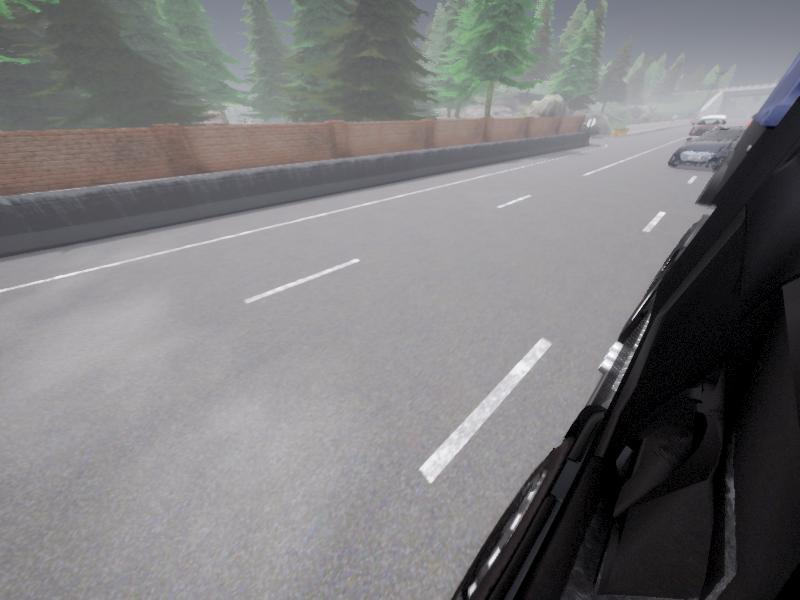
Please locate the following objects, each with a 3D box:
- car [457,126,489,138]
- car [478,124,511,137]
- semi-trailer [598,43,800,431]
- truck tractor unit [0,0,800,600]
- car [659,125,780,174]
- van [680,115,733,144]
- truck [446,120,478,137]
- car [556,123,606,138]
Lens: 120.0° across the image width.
[{"bbox_3d":[12.454,-28.857,39.713,2.038,1.542,4.974,-28,44,-30],"label":"car"},{"bbox_3d":[16.335,-29.456,40.219,2.033,1.649,4.856,-27,44,-29],"label":"car"},{"bbox_3d":[8.700,-3.591,4.246,14.254,4.402,2.717,-28,44,-30],"label":"semi-trailer"},{"bbox_3d":[2.645,-0.295,0.351,6.516,4.208,3.053,-28,44,-30],"label":"truck tractor unit"},{"bbox_3d":[15.808,-7.571,11.482,4.856,1.649,2.033,-19,40,-22],"label":"car"},{"bbox_3d":[29.108,-16.222,21.931,4.480,2.038,2.069,-28,44,-30],"label":"van"},{"bbox_3d":[11.867,-32.930,44.376,2.627,2.467,5.204,-27,44,-29],"label":"truck"},{"bbox_3d":[24.843,-23.390,31.862,1.837,1.490,4.892,-29,46,-30],"label":"car"}]
